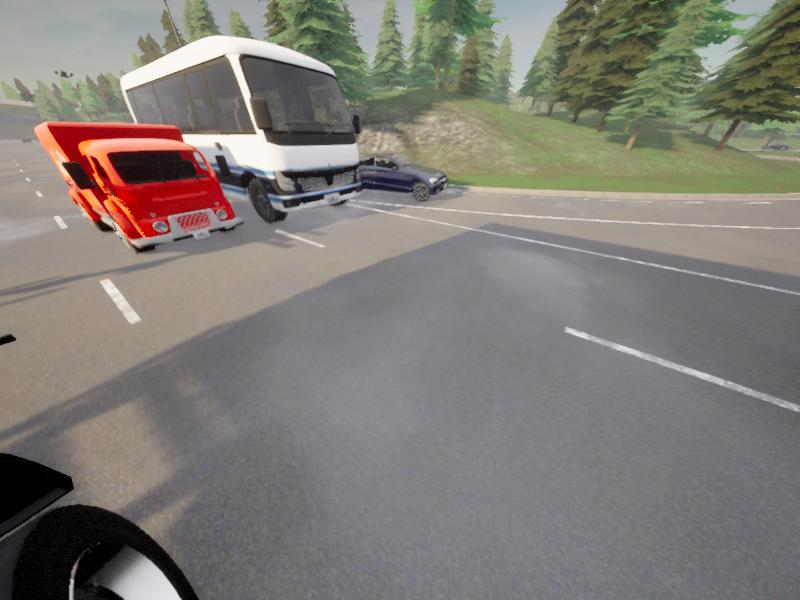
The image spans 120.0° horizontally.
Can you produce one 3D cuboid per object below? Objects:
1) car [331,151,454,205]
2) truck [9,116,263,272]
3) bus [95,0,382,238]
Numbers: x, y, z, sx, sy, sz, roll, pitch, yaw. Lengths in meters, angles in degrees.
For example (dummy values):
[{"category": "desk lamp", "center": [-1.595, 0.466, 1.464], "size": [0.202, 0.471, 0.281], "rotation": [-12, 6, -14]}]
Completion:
[{"category": "car", "center": [-0.342, -5.778, 10.683], "size": [5.027, 1.651, 2.152], "rotation": [15, 38, 19]}, {"category": "truck", "center": [-6.682, -3.054, 6.031], "size": [5.204, 2.467, 2.627], "rotation": [22, 41, 28]}, {"category": "bus", "center": [-6.028, -6.064, 8.759], "size": [10.273, 4.253, 3.944], "rotation": [22, 41, 28]}]
